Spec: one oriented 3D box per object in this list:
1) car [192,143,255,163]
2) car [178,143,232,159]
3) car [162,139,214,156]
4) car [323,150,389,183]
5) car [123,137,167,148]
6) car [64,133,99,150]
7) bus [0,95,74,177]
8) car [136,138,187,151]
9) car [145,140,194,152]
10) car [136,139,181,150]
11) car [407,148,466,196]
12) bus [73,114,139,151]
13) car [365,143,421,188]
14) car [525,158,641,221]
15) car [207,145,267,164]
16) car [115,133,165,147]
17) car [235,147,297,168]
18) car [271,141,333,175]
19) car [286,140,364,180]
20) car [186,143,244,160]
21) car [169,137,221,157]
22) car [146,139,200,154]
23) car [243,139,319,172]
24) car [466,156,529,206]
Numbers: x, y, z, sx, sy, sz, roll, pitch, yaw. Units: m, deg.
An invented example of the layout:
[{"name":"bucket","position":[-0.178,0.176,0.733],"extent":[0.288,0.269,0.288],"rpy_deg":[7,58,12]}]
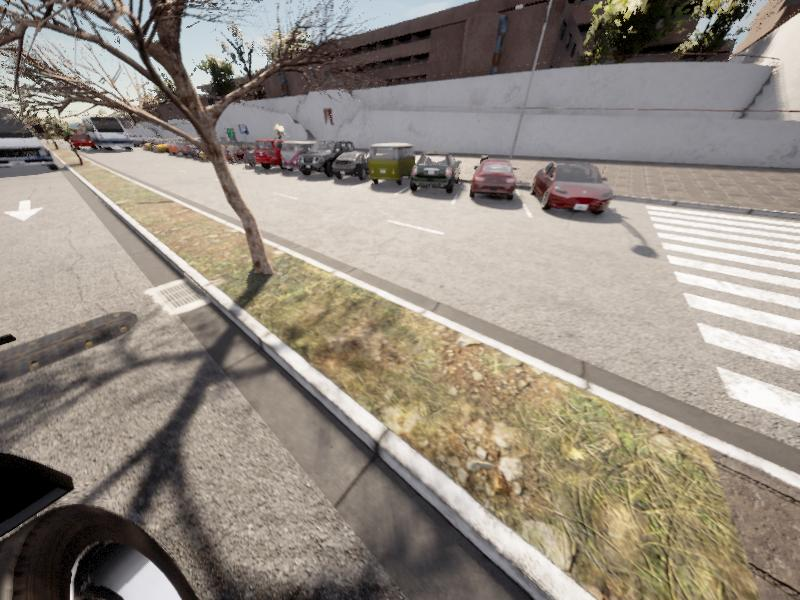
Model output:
[{"name":"car","position":[-19.241,-16.361,25.566],"extent":[1.946,1.575,5.366],"rpy_deg":[11,36,14]},{"name":"car","position":[-23.927,-18.581,28.672],"extent":[2.002,1.452,4.674],"rpy_deg":[11,36,14]},{"name":"car","position":[-28.660,-20.872,31.481],"extent":[2.185,1.767,4.553],"rpy_deg":[11,36,14]},{"name":"car","position":[-2.642,-9.019,15.363],"extent":[2.231,1.521,4.892],"rpy_deg":[11,36,14]},{"name":"car","position":[-47.546,-29.503,43.245],"extent":[2.231,1.521,4.892],"rpy_deg":[11,36,13]},{"name":"car","position":[-50.267,-25.029,36.474],"extent":[5.566,2.045,2.150],"rpy_deg":[25,42,29]},{"name":"bus","position":[-29.421,-12.170,17.148],"extent":[10.273,4.253,3.944],"rpy_deg":[24,42,29]},{"name":"car","position":[-38.159,-25.055,37.256],"extent":[1.946,1.575,5.366],"rpy_deg":[12,36,13]},{"name":"car","position":[-35.737,-24.053,35.988],"extent":[2.163,1.488,4.792],"rpy_deg":[11,36,14]},{"name":"car","position":[-40.472,-26.209,38.881],"extent":[2.002,1.452,4.674],"rpy_deg":[11,36,14]},{"name":"car","position":[2.079,-6.996,12.309],"extent":[2.185,1.767,4.553],"rpy_deg":[11,36,14]},{"name":"bus","position":[-46.274,-26.220,36.336],"extent":[10.273,4.253,3.944],"rpy_deg":[25,42,29]},{"name":"car","position":[-0.240,-8.215,13.850],"extent":[1.878,1.987,4.442],"rpy_deg":[11,36,14]},{"name":"car","position":[6.827,-4.747,9.425],"extent":[2.163,1.488,4.792],"rpy_deg":[11,36,14]},{"name":"car","position":[-16.834,-15.347,24.236],"extent":[2.163,1.488,4.792],"rpy_deg":[11,36,14]},{"name":"car","position":[-49.909,-30.807,44.583],"extent":[2.435,2.045,5.566],"rpy_deg":[11,36,14]},{"name":"car","position":[-12.099,-13.223,21.310],"extent":[2.002,1.452,4.674],"rpy_deg":[11,36,14]},{"name":"car","position":[-7.394,-11.258,18.108],"extent":[1.878,1.987,4.442],"rpy_deg":[11,36,14]},{"name":"car","position":[-5.003,-10.270,16.682],"extent":[2.435,2.045,5.566],"rpy_deg":[11,36,14]},{"name":"car","position":[-21.552,-17.527,27.227],"extent":[2.163,1.488,4.792],"rpy_deg":[11,36,14]},{"name":"car","position":[-26.308,-19.816,29.891],"extent":[1.878,1.987,4.442],"rpy_deg":[12,36,13]},{"name":"car","position":[-33.433,-22.869,34.344],"extent":[1.946,1.575,5.366],"rpy_deg":[12,36,13]},{"name":"car","position":[-9.723,-12.418,19.692],"extent":[2.435,2.045,5.566],"rpy_deg":[11,36,14]},{"name":"car","position":[4.448,-5.817,10.944],"extent":[2.002,1.452,4.674],"rpy_deg":[11,36,14]}]
